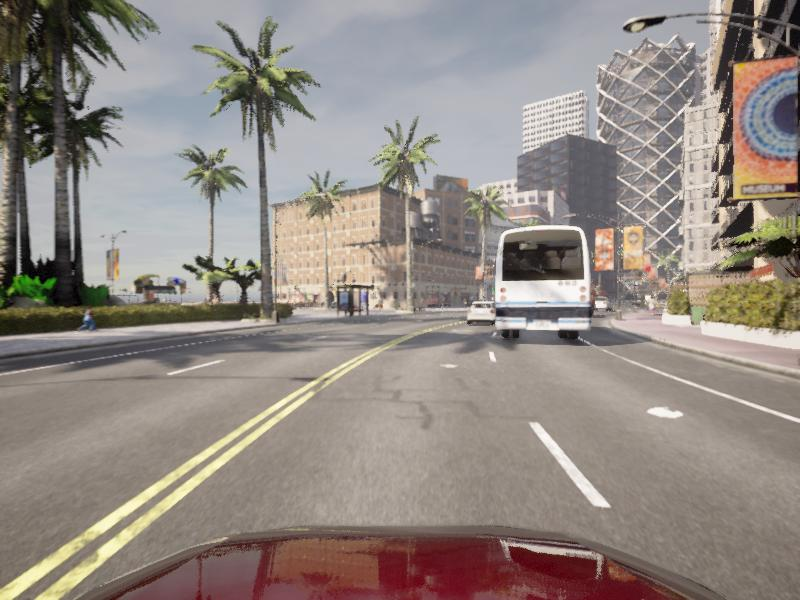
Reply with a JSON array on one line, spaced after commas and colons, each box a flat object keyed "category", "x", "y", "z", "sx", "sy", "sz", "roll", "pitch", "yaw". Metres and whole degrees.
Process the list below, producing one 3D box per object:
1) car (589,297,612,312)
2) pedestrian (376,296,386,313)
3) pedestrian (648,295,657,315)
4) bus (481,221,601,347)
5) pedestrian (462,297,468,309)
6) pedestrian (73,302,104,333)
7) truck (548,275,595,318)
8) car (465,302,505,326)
[{"category": "car", "x": 27.871, "y": 0.574, "z": 55.472, "sx": 2.150, "sy": 2.045, "sz": 5.566, "roll": 0, "pitch": 0, "yaw": 34}, {"category": "pedestrian", "x": -2.141, "y": 0.478, "z": 44.780, "sx": 0.751, "sy": 1.860, "sz": 0.751, "roll": 0, "pitch": 0, "yaw": 30}, {"category": "pedestrian", "x": 23.519, "y": 0.491, "z": 37.274, "sx": 0.751, "sy": 1.860, "sz": 0.751, "roll": 0, "pitch": 0, "yaw": 34}, {"category": "bus", "x": 6.312, "y": -0.533, "z": 18.949, "sx": 3.944, "sy": 4.253, "sz": 10.273, "roll": 0, "pitch": 0, "yaw": 16}, {"category": "pedestrian", "x": 10.348, "y": 0.481, "z": 63.555, "sx": 0.751, "sy": 1.860, "sz": 0.751, "roll": 0, "pitch": 0, "yaw": 39}, {"category": "pedestrian", "x": -13.608, "y": 0.757, "z": 17.481, "sx": 0.751, "sy": 1.300, "sz": 0.751, "roll": 0, "pitch": 0, "yaw": 15}, {"category": "truck", "x": 17.242, "y": -0.319, "z": 39.766, "sx": 2.891, "sy": 3.827, "sz": 8.468, "roll": 0, "pitch": 0, "yaw": 33}, {"category": "car", "x": 5.722, "y": 0.852, "z": 26.571, "sx": 1.970, "sy": 1.475, "sz": 3.806, "roll": 0, "pitch": 0, "yaw": 23}]
